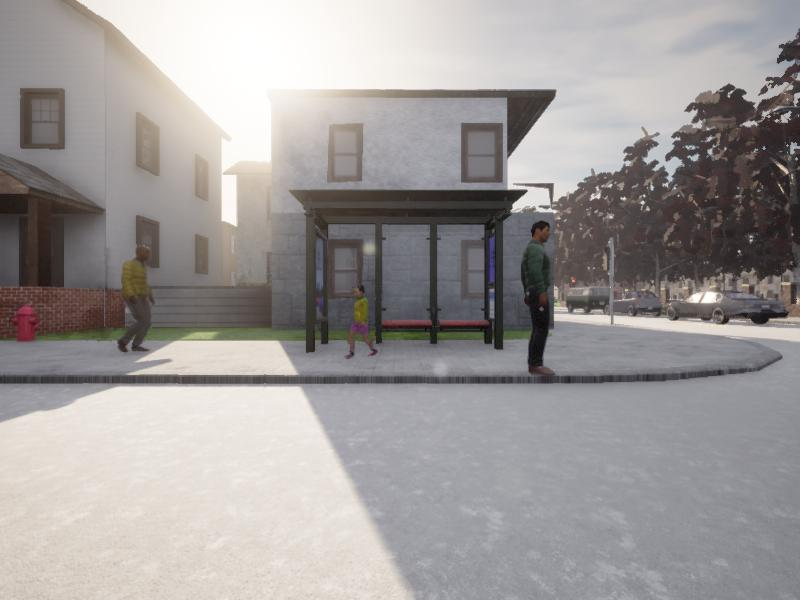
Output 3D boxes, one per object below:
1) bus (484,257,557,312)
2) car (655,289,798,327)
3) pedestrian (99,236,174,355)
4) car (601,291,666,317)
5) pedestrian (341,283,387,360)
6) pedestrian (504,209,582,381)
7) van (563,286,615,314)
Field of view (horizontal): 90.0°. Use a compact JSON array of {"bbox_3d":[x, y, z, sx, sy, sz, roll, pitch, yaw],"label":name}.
[{"bbox_3d":[10.382,-1.130,35.984,3.944,4.253,10.273,0,0,3],"label":"bus"},{"bbox_3d":[13.943,0.295,17.675,2.033,1.411,5.357,0,0,2],"label":"car"},{"bbox_3d":[-4.342,-0.075,6.642,0.751,1.860,0.751,0,0,4],"label":"pedestrian"},{"bbox_3d":[14.191,0.227,24.569,1.845,1.501,3.633,0,0,-1],"label":"car"},{"bbox_3d":[-0.545,0.305,6.055,0.500,1.100,0.500,0,0,-38],"label":"pedestrian"},{"bbox_3d":[1.661,-0.054,4.767,0.751,1.860,0.751,0,0,9],"label":"pedestrian"},{"bbox_3d":[14.270,-0.001,30.576,1.775,1.987,4.442,0,0,-2],"label":"van"}]
